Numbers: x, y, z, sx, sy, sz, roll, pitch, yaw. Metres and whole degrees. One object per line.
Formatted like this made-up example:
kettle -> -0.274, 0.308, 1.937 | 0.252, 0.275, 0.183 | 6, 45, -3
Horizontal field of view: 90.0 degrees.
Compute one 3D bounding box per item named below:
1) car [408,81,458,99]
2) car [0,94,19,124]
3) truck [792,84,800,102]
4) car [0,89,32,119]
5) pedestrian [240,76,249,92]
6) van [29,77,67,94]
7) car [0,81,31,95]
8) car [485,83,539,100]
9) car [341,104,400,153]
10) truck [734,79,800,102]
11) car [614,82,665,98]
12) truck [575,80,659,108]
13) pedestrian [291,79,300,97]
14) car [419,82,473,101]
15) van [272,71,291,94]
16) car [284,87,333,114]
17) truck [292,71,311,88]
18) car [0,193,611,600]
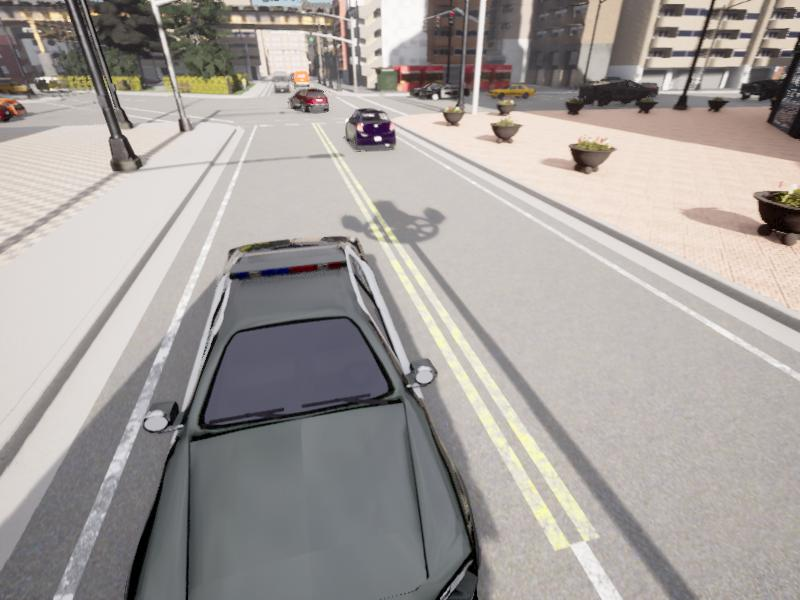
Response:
car -> 3.709, -23.723, 45.140 | 5.238, 1.638, 1.930 | -8, 31, -14
car -> -27.483, -12.131, 25.490 | 3.988, 1.617, 1.851 | -8, 31, -13
truck -> 47.059, -22.986, 42.224 | 8.468, 3.827, 2.891 | -7, 31, -13
car -> -29.472, -13.781, 28.144 | 4.553, 1.767, 2.097 | -8, 31, -12
pedestrian -> -21.276, -29.550, 54.701 | 0.751, 1.860, 0.751 | -5, 31, -8
van -> -51.292, -31.331, 58.347 | 4.480, 2.038, 2.069 | 16, 34, 26
car -> -55.334, -30.228, 57.006 | 5.366, 1.575, 1.801 | 16, 34, 26
car -> 12.275, -22.999, 44.019 | 5.366, 1.575, 1.801 | -7, 31, -13
car -> -1.369, -7.565, 17.466 | 1.845, 1.501, 3.633 | -8, 31, -12
truck -> 41.142, -23.299, 44.407 | 6.274, 2.098, 2.390 | -7, 31, -13
car -> 28.642, -25.131, 47.853 | 4.856, 1.649, 2.033 | -7, 31, -13
truck -> 19.525, -18.726, 36.220 | 6.274, 2.098, 2.390 | -7, 31, -13
pedestrian -> -12.154, -24.717, 46.621 | 0.751, 1.860, 0.751 | -6, 31, -9
car -> 4.870, -22.058, 42.285 | 5.238, 1.638, 1.930 | -8, 31, -13
van -> -16.198, -29.686, 54.528 | 1.988, 2.561, 5.915 | -8, 31, -12
car -> -7.331, -15.963, 31.866 | 2.033, 1.649, 4.856 | -17, 34, -28
truck -> -17.379, -38.989, 70.527 | 2.627, 2.467, 5.204 | -8, 31, -12
car -> -0.880, 0.539, 3.593 | 2.038, 1.542, 4.974 | -7, 31, -12
